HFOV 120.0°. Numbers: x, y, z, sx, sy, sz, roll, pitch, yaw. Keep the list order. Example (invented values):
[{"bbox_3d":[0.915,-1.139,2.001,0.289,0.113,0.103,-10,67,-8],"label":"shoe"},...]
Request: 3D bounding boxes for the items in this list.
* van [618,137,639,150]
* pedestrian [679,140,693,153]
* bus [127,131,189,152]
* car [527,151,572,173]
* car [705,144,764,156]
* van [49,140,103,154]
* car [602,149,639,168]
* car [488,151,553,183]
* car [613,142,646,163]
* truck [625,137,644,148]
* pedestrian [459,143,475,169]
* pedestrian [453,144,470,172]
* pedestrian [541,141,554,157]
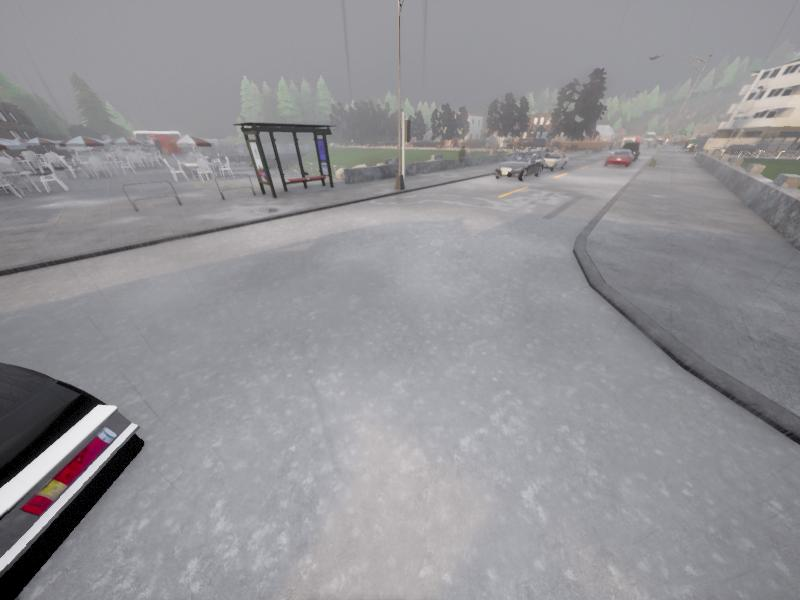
[{"bbox_3d":[54.910,-37.644,55.584,2.351,2.431,6.366,29,44,35],"label":"van"},{"bbox_3d":[50.503,-27.173,40.822,0.751,1.860,0.751,22,40,28],"label":"pedestrian"},{"bbox_3d":[-63.533,-41.934,61.001,3.944,4.253,10.273,29,44,35],"label":"bus"},{"bbox_3d":[13.150,-12.147,20.232,1.895,1.301,4.718,29,44,35],"label":"car"},{"bbox_3d":[50.982,-23.034,35.431,4.892,1.490,1.837,29,44,35],"label":"car"},{"bbox_3d":[-70.762,-33.642,50.731,2.351,2.431,6.366,29,44,35],"label":"van"},{"bbox_3d":[22.005,-14.166,23.007,1.994,1.385,4.181,27,43,33],"label":"car"},{"bbox_3d":[8.412,-9.317,16.011,2.128,1.511,4.902,29,45,35],"label":"car"},{"bbox_3d":[26.934,-17.350,27.089,1.905,1.878,3.866,29,44,35],"label":"car"},{"bbox_3d":[66.163,-44.406,65.182,2.627,2.467,5.204,29,44,35],"label":"truck"},{"bbox_3d":[5.749,-12.391,19.918,0.751,1.860,0.751,28,44,35],"label":"pedestrian"},{"bbox_3d":[4.943,-11.441,18.558,0.751,1.860,0.751,-26,42,-32],"label":"pedestrian"},{"bbox_3d":[20.959,-21.471,32.856,0.751,1.860,0.751,-29,44,-35],"label":"pedestrian"}]
